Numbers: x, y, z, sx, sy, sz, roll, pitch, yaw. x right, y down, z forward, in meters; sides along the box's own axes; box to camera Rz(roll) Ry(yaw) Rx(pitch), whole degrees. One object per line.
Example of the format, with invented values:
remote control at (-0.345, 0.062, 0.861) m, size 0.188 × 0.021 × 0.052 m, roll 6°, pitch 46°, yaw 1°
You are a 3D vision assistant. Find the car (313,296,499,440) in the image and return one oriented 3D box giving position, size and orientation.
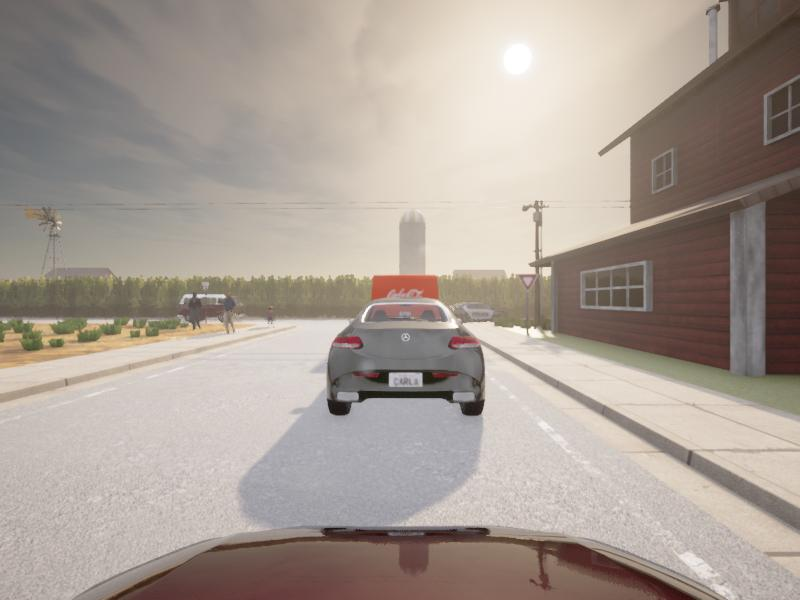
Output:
car at (0.102, 0.780, 7.126) m, size 2.152 × 1.651 × 5.027 m, roll 0°, pitch 0°, yaw 1°

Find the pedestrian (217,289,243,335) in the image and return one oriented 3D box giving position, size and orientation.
pedestrian at (-7.039, 0.485, 16.565) m, size 0.751 × 1.860 × 0.751 m, roll 0°, pitch 0°, yaw 2°

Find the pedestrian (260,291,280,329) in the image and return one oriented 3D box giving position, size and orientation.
pedestrian at (-6.529, 0.485, 20.126) m, size 0.751 × 1.860 × 0.751 m, roll 0°, pitch 0°, yaw 3°

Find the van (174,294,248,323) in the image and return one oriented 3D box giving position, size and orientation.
van at (-13.922, 0.598, 29.650) m, size 4.480 × 2.038 × 2.069 m, roll 0°, pitch 0°, yaw 2°

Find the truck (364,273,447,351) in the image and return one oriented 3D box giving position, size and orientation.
truck at (0.212, 0.361, 15.249) m, size 2.627 × 2.467 × 5.204 m, roll 0°, pitch 0°, yaw 1°

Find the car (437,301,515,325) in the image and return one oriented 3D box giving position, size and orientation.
car at (5.214, 0.842, 27.440) m, size 4.974 × 1.542 × 2.038 m, roll 1°, pitch 0°, yaw -25°

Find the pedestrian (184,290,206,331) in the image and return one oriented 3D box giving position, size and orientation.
pedestrian at (-9.516, 0.484, 18.570) m, size 0.751 × 1.860 × 0.751 m, roll 0°, pitch 0°, yaw -12°
